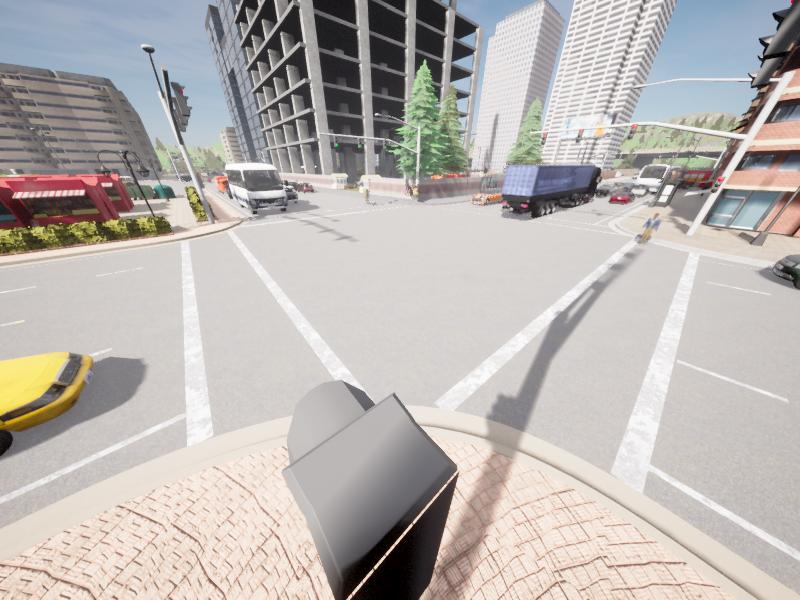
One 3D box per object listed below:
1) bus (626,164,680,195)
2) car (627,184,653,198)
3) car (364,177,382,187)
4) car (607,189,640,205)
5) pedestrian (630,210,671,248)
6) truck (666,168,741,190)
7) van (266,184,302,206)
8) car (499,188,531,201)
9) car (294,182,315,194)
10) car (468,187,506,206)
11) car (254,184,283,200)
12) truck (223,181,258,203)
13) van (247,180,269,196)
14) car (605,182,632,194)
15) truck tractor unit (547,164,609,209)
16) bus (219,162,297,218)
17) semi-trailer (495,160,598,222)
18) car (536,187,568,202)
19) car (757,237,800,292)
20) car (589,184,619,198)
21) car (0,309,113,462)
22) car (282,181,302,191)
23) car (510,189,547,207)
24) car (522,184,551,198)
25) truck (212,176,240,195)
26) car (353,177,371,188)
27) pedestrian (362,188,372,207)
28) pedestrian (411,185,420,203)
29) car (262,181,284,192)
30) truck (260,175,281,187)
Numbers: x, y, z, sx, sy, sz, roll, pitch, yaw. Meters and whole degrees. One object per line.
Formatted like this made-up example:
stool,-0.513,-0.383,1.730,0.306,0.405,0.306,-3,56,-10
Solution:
bus,44.159,-21.063,40.230,10.273,4.253,3.944,-22,37,-34
car,37.037,-16.857,35.597,3.988,1.617,1.851,-23,37,-34
car,-5.875,-25.875,50.553,1.905,1.878,3.866,-23,37,-34
car,28.498,-13.185,29.471,4.181,1.385,1.994,-22,37,-34
pedestrian,13.864,-3.956,12.838,0.751,1.860,0.751,-18,34,-28
truck,61.357,-24.761,47.069,8.468,3.827,2.891,6,31,11
van,-14.139,-12.869,28.144,2.069,2.038,4.480,-26,39,-38
car,16.067,-14.798,32.341,4.718,1.301,1.895,-23,37,-34
car,-16.556,-19.550,40.149,1.851,1.617,3.988,-23,37,-34
car,10.696,-12.768,28.325,4.553,1.767,2.097,-23,37,-34
car,-18.829,-15.486,33.095,2.152,1.651,5.027,-23,37,-34
truck,-21.586,-14.612,31.105,2.390,2.098,6.274,-23,37,-34
van,-22.875,-18.026,37.131,1.775,1.987,4.442,-23,37,-34
car,38.202,-19.658,40.377,4.611,1.667,2.242,-22,37,-34
truck tractor unit,20.987,-13.549,27.275,6.516,4.208,3.053,-23,37,-34
bus,-14.921,-11.711,23.927,3.944,4.253,10.273,-23,37,-34
semi-trailer,14.917,-11.102,22.816,14.254,4.402,2.717,-23,37,-34
car,21.150,-14.728,32.022,4.892,1.490,1.837,-23,37,-34
car,16.217,-0.903,7.905,3.705,1.549,1.789,21,36,32
car,31.261,-16.742,35.362,5.238,1.638,1.930,-23,37,-34
car,-8.178,2.036,2.900,5.366,1.575,1.801,-22,36,-33
car,-20.828,-22.030,44.514,1.882,1.535,5.008,-23,37,-34
car,15.622,-12.414,28.014,4.892,1.490,1.837,-23,37,-34
car,21.384,-17.126,36.131,5.008,1.535,1.882,-23,37,-34
truck,-29.375,-19.375,38.947,2.627,2.467,5.204,-23,38,-34
car,-8.128,-24.929,48.916,1.905,1.878,3.866,-23,37,-34
pedestrian,-3.691,-11.504,25.926,0.751,1.860,0.751,-24,37,-35
pedestrian,1.888,-12.854,28.056,0.751,1.860,0.751,26,39,38
car,-23.532,-20.909,42.599,2.128,1.511,4.902,-23,37,-34
truck,-30.214,-27.803,53.953,2.390,2.098,6.274,-23,37,-34
